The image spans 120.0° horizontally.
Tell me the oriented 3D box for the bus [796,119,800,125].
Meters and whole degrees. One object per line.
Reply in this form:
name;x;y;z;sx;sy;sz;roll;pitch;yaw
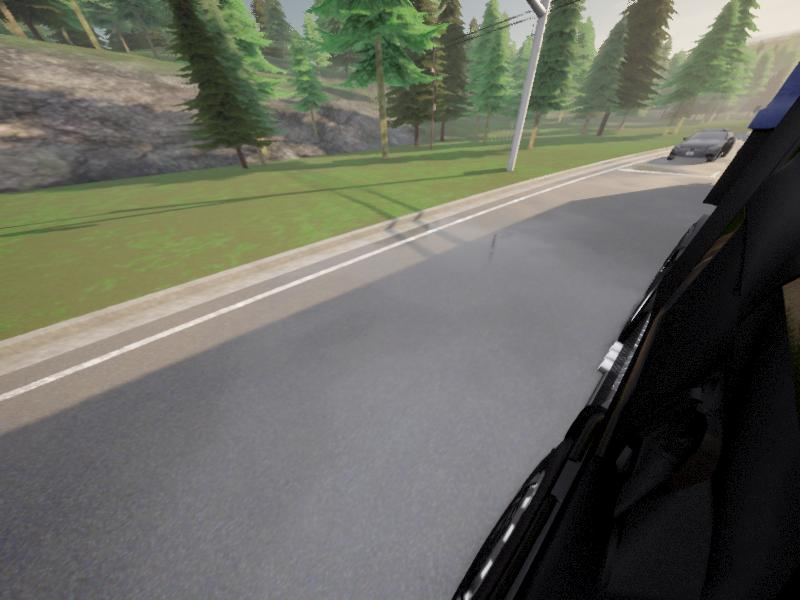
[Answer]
bus;72.835;-31.550;37.639;10.273;4.253;3.944;-12;37;-12

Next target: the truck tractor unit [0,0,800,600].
truck tractor unit;2.645;-0.295;0.351;6.516;4.208;3.053;-28;44;-30

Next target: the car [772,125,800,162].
car;21.947;-8.305;12.064;3.705;1.549;1.789;-22;41;-24

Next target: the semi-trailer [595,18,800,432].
semi-trailer;8.860;-3.488;4.065;14.254;4.402;2.717;-26;42;-28

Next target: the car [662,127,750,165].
car;17.591;-8.940;13.293;4.674;1.442;1.812;-23;41;-25

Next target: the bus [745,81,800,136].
bus;42.402;-20.105;24.289;10.273;4.253;3.944;-22;41;-24
